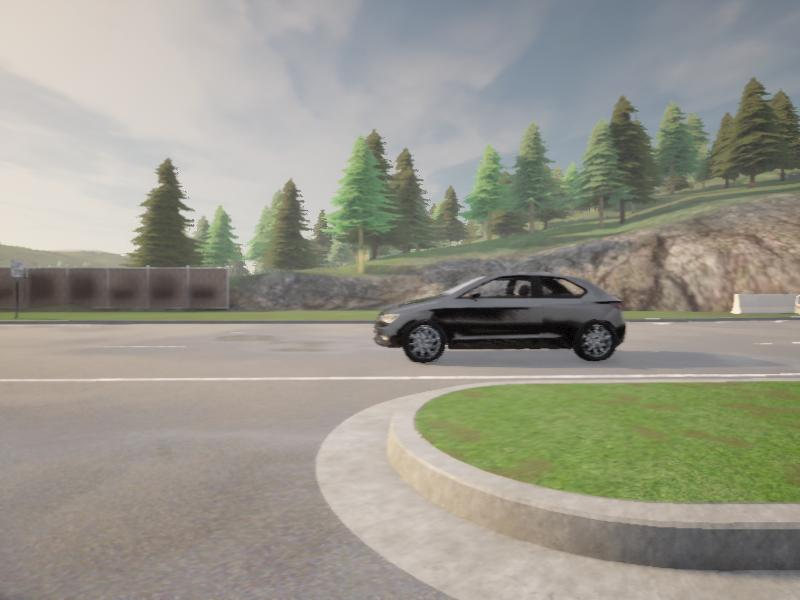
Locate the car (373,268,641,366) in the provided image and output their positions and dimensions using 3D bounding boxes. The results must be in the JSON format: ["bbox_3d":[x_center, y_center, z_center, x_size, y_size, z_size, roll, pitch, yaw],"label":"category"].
[{"bbox_3d":[1.634,0.251,7.043,4.193,1.474,1.816,0,0,-4],"label":"car"}]

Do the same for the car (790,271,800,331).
[{"bbox_3d":[14.818,0.052,12.207,4.605,1.855,1.932,0,0,-12],"label":"car"}]
